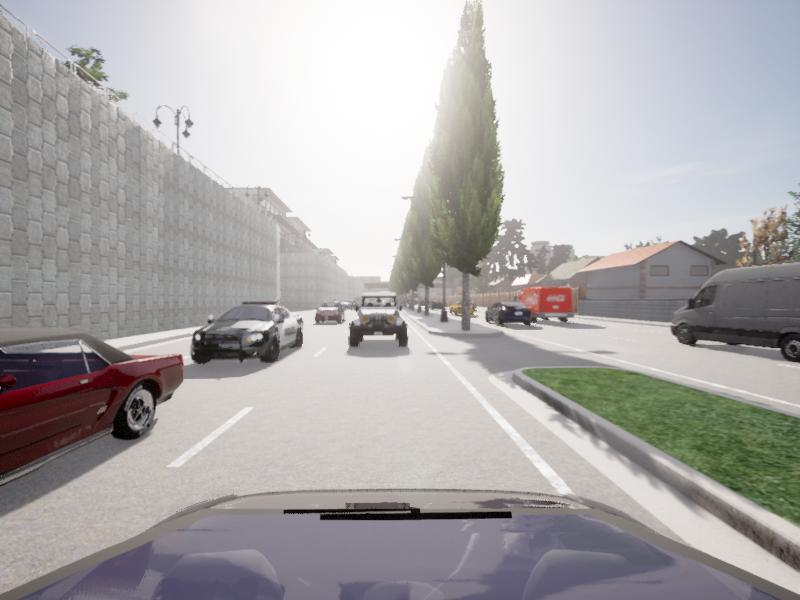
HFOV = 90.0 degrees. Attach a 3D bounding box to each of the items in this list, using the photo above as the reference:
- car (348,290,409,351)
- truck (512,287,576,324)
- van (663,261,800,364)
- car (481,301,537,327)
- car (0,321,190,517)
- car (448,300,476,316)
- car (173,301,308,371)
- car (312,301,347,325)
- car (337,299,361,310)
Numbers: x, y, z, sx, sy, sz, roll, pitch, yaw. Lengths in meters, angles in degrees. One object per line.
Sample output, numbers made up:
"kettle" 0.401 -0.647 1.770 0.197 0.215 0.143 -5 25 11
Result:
"car" -0.751 0.636 14.402 1.905 1.878 3.866 0 0 -2
"truck" 10.217 0.339 28.963 2.627 2.467 5.204 0 1 -2
"van" 10.886 0.309 11.919 1.988 2.561 5.915 0 0 -3
"car" 6.818 0.830 25.567 2.163 1.488 4.792 0 0 -2
"car" -3.886 0.943 3.254 1.895 1.301 4.718 0 0 0
"car" 6.257 0.771 40.945 1.801 1.575 5.366 0 0 -2
"car" -4.161 0.819 11.500 2.038 1.542 4.974 0 0 -2
"car" -4.700 0.812 27.116 1.845 1.501 3.633 0 0 -2
"car" -7.315 0.700 57.969 1.816 1.474 4.193 1 -1 18
